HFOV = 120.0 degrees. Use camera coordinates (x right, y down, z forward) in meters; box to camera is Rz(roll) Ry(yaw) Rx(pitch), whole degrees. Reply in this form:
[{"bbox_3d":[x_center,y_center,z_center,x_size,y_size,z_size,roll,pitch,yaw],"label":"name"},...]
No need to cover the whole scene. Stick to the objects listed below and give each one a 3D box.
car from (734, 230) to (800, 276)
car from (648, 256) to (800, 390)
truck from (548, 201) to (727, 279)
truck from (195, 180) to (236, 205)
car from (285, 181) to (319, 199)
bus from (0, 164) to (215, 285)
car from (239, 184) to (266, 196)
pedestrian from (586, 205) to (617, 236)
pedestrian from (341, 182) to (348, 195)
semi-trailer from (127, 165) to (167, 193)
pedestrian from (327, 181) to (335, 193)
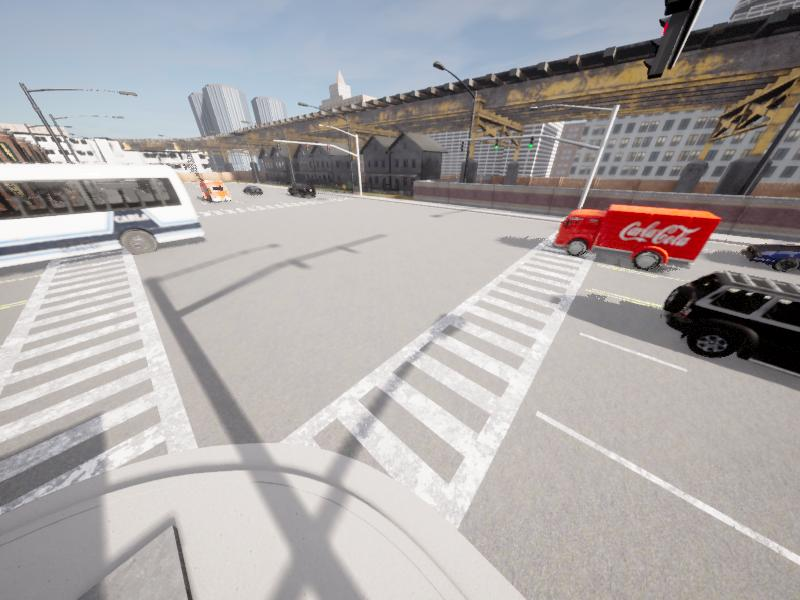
[{"bbox_3d":[19.105,-1.643,9.755,5.357,1.411,2.033,24,38,35],"label":"car"},{"bbox_3d":[9.154,0.740,5.124,4.605,1.855,1.932,27,39,35],"label":"car"},{"bbox_3d":[10.960,-3.273,11.489,5.204,2.467,2.627,22,37,34],"label":"truck"},{"bbox_3d":[-24.735,-14.503,30.949,5.204,2.467,2.627,24,38,35],"label":"truck"},{"bbox_3d":[-15.242,-17.084,35.850,5.566,2.045,2.150,24,38,35],"label":"car"},{"bbox_3d":[-16.220,-3.926,10.855,3.944,4.253,10.273,24,37,35],"label":"bus"},{"bbox_3d":[-25.357,-18.878,39.606,5.357,1.411,2.033,25,38,36],"label":"car"},{"bbox_3d":[13.784,-5.462,15.855,0.751,1.860,0.751,-12,32,-20],"label":"pedestrian"},{"bbox_3d":[-8.933,-17.971,37.215,0.751,1.860,0.751,-22,37,-33],"label":"pedestrian"},{"bbox_3d":[-49.788,-23.937,45.347,14.254,4.402,2.717,24,38,35],"label":"semi-trailer"},{"bbox_3d":[-12.151,-19.902,40.560,0.751,1.860,0.751,18,35,29],"label":"pedestrian"}]
